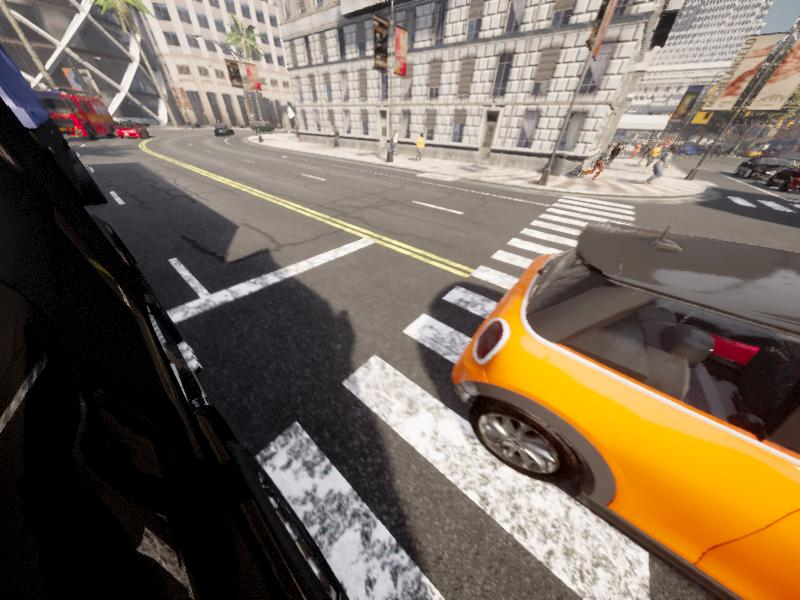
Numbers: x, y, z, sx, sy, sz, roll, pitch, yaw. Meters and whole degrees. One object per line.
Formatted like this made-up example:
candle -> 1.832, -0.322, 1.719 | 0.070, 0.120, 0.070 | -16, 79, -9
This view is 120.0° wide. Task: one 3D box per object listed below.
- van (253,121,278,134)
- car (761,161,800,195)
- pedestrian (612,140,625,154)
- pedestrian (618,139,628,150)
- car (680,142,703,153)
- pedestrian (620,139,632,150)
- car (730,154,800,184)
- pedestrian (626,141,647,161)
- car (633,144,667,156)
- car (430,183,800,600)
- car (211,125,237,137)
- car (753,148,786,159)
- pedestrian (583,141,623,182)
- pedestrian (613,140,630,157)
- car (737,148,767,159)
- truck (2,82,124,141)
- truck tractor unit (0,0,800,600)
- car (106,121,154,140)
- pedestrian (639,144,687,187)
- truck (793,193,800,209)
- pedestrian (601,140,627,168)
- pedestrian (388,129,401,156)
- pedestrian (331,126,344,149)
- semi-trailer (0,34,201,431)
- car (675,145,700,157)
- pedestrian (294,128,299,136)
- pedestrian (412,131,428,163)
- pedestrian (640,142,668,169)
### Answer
van -> -27.556, -35.406, 47.497 | 1.775, 1.987, 4.442 | 8, 37, 8
car -> 24.381, -7.222, 13.772 | 1.994, 1.385, 4.181 | 29, 44, 30
pedestrian -> 37.410, -26.197, 39.536 | 0.751, 1.860, 0.751 | 19, 40, 21
pedestrian -> 48.086, -33.594, 49.869 | 0.751, 1.860, 0.751 | 25, 42, 27
car -> 70.957, -37.191, 56.327 | 2.150, 2.045, 5.566 | 27, 43, 29
pedestrian -> 48.668, -33.484, 49.761 | 0.751, 1.860, 0.751 | -15, 40, -22
car -> 28.993, -10.538, 18.402 | 1.837, 1.490, 4.892 | 27, 43, 29
pedestrian -> 26.882, -16.995, 26.292 | 0.751, 1.860, 0.751 | 22, 41, 23
car -> 44.860, -27.029, 41.499 | 1.970, 1.475, 3.806 | -28, 46, -34
car -> 2.756, 0.804, 1.270 | 4.553, 1.767, 2.097 | 27, 43, 29
car -> -27.340, -26.437, 36.046 | 1.994, 1.385, 4.181 | -8, 38, -14
car -> 77.753, -30.899, 48.714 | 2.152, 1.651, 5.027 | 27, 43, 29
pedestrian -> 11.134, -7.635, 12.748 | 0.751, 1.860, 0.751 | 11, 38, 11
pedestrian -> 29.104, -19.936, 30.369 | 0.751, 1.860, 0.751 | -26, 46, -33
car -> 72.019, -30.126, 47.339 | 1.801, 1.575, 5.366 | 27, 43, 29
truck -> -32.277, -18.426, 22.958 | 2.891, 3.827, 8.468 | -16, 41, -23
truck tractor unit -> -2.645, -0.295, 0.351 | 6.516, 4.208, 3.053 | 28, 44, 30
car -> -29.610, -18.785, 25.539 | 2.007, 1.525, 4.514 | -16, 41, -23
pedestrian -> 13.712, -7.039, 12.121 | 0.751, 1.860, 0.751 | 20, 40, 22
truck -> 17.750, -4.452, 7.582 | 8.468, 3.827, 2.891 | -24, 44, -31
pedestrian -> 17.351, -11.826, 18.756 | 0.751, 1.860, 0.751 | 27, 43, 29
pedestrian -> -0.475, -13.573, 19.917 | 0.751, 1.860, 0.751 | 32, 46, 33
pedestrian -> -6.398, -16.656, 23.647 | 0.751, 1.860, 0.751 | 28, 44, 30
semi-trailer -> -8.652, -3.641, 4.267 | 14.254, 4.402, 2.717 | 29, 44, 30
car -> 52.746, -27.408, 42.473 | 1.882, 1.535, 5.008 | 27, 43, 29
pedestrian -> -19.318, -31.454, 43.207 | 0.500, 1.100, 0.500 | -1, 37, -4
pedestrian -> 1.426, -11.078, 16.709 | 0.751, 1.860, 0.751 | 26, 43, 28
pedestrian -> 21.440, -12.202, 19.528 | 0.751, 1.860, 0.751 | 27, 43, 29
